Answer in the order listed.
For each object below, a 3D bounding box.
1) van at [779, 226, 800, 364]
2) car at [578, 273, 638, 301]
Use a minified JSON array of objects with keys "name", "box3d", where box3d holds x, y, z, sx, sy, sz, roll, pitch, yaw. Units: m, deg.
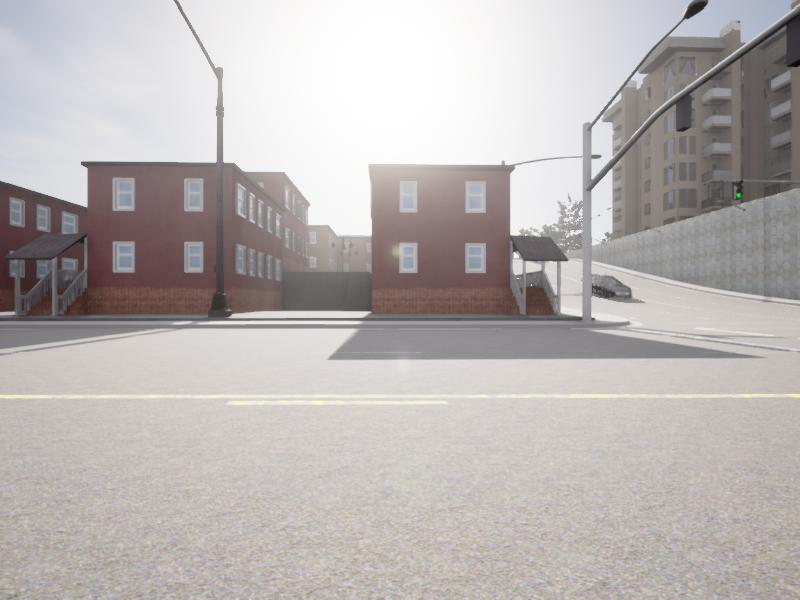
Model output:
[{"name":"van","box3d":[9.938,-0.188,5.490,6.366,2.431,2.351,-1,-5,18]},{"name":"car","box3d":[16.060,-1.088,31.201,2.033,1.649,4.856,0,8,0]}]
